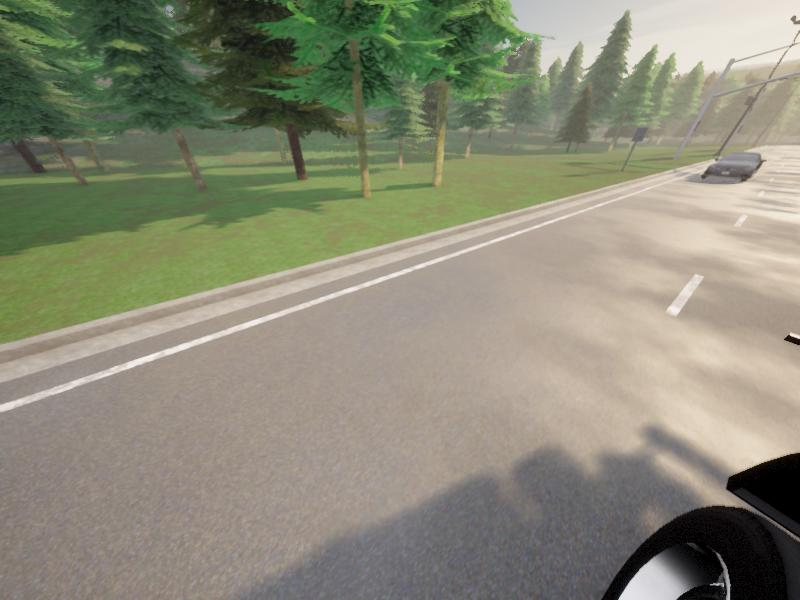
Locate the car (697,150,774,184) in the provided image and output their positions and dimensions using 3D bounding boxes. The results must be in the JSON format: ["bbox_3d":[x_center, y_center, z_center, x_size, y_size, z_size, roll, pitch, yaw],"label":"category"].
[{"bbox_3d":[20.858,-8.348,14.352,4.674,1.442,1.812,-21,40,-27],"label":"car"}]
